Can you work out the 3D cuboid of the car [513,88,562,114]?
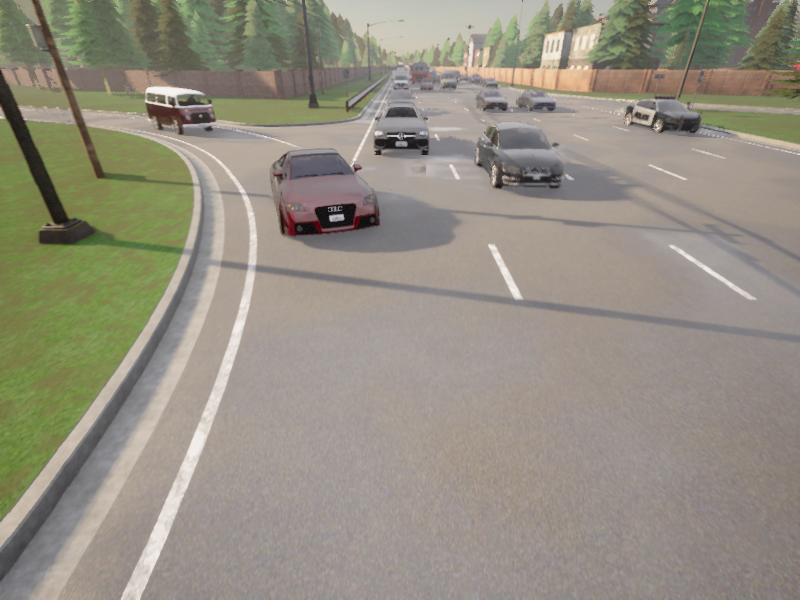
[{"bbox_3d":[10.584,-15.651,31.324,2.033,1.411,5.357,0,30,0],"label":"car"}]

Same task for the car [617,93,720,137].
[{"bbox_3d":[14.066,-10.015,21.459,1.930,1.638,5.238,0,30,0],"label":"car"}]

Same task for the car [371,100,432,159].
[{"bbox_3d":[0.059,-7.315,16.867,2.152,1.651,5.027,0,30,0],"label":"car"}]

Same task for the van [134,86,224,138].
[{"bbox_3d":[-11.448,-9.836,20.742,4.480,2.038,2.069,24,37,33],"label":"van"}]

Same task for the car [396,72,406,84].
[{"bbox_3d":[0.177,-43.441,78.280,1.932,1.855,4.605,0,30,0],"label":"car"}]

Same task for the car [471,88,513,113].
[{"bbox_3d":[7.084,-15.688,31.386,2.033,1.411,5.357,0,30,0],"label":"car"}]

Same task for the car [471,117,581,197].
[{"bbox_3d":[3.550,-4.607,12.374,1.837,1.490,4.892,0,30,0],"label":"car"}]

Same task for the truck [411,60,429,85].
[{"bbox_3d":[3.669,-43.249,76.019,2.891,3.827,8.468,0,30,0],"label":"truck"}]

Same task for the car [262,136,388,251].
[{"bbox_3d":[-1.900,-2.683,9.210,1.994,1.385,4.181,-10,32,-17],"label":"car"}]

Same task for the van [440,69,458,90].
[{"bbox_3d":[7.138,-32.501,58.952,1.988,2.561,5.915,0,30,0],"label":"van"}]

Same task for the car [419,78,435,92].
[{"bbox_3d":[3.630,-29.285,54.457,1.845,1.501,3.633,0,31,0],"label":"car"}]

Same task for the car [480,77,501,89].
[{"bbox_3d":[14.152,-34.232,63.040,2.033,1.411,5.357,0,30,0],"label":"car"}]

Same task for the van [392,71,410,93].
[{"bbox_3d":[0.128,-29.445,53.845,2.351,2.431,6.366,0,30,0],"label":"van"}]

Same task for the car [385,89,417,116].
[{"bbox_3d":[0.081,-14.632,29.496,2.163,1.488,4.792,0,30,0],"label":"car"}]

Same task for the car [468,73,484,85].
[{"bbox_3d":[14.171,-41.556,75.153,2.097,1.767,4.553,0,30,0],"label":"car"}]
